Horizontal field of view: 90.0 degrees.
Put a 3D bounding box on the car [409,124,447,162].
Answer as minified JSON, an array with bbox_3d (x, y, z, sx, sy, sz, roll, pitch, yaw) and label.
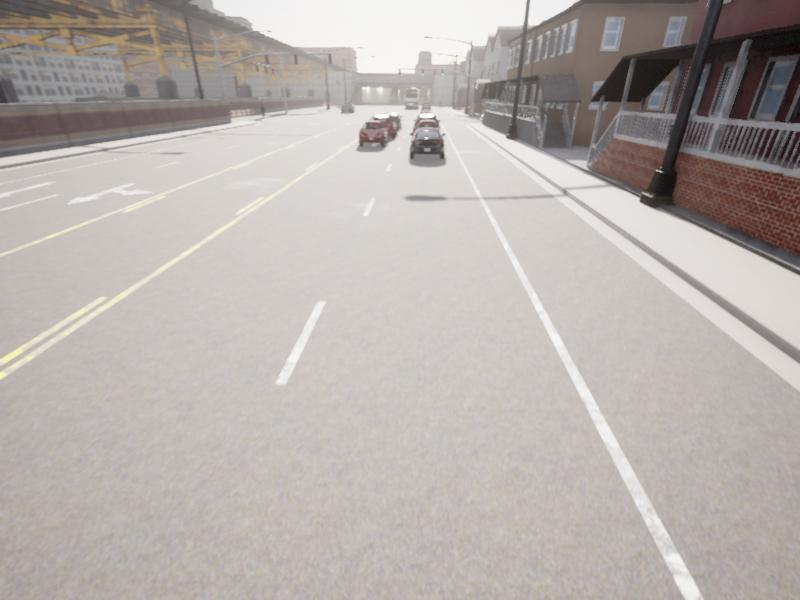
[{"bbox_3d":[1.513,-8.730,22.042,1.812,1.442,4.674,2,27,3],"label":"car"}]

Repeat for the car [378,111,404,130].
[{"bbox_3d":[-0.836,-17.920,39.822,2.128,1.511,4.902,2,27,3],"label":"car"}]

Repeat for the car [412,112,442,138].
[{"bbox_3d":[2.209,-14.417,32.864,2.242,1.667,4.611,2,27,3],"label":"car"}]

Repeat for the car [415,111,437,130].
[{"bbox_3d":[2.591,-17.997,39.992,2.007,1.525,4.514,2,27,4],"label":"car"}]

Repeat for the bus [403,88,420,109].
[{"bbox_3d":[2.877,-49.360,98.013,3.944,4.253,10.273,2,27,3],"label":"bus"}]

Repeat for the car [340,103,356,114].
[{"bbox_3d":[-9.278,-34.405,71.650,2.033,1.649,4.856,2,27,3],"label":"car"}]

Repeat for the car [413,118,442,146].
[{"bbox_3d":[1.877,-11.644,27.621,1.845,1.501,3.633,2,27,3],"label":"car"}]

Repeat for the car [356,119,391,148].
[{"bbox_3d":[-1.696,-11.116,26.556,1.845,1.501,3.633,2,27,3],"label":"car"}]

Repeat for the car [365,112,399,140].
[{"bbox_3d":[-1.356,-13.879,31.779,2.242,1.667,4.611,2,27,3],"label":"car"}]

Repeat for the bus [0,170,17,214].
[{"bbox_3d":[-13.371,-2.237,6.182,3.944,4.253,10.273,2,27,3],"label":"bus"}]

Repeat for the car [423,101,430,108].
[{"bbox_3d":[6.618,-49.092,100.503,1.801,1.575,5.366,2,27,3],"label":"car"}]
